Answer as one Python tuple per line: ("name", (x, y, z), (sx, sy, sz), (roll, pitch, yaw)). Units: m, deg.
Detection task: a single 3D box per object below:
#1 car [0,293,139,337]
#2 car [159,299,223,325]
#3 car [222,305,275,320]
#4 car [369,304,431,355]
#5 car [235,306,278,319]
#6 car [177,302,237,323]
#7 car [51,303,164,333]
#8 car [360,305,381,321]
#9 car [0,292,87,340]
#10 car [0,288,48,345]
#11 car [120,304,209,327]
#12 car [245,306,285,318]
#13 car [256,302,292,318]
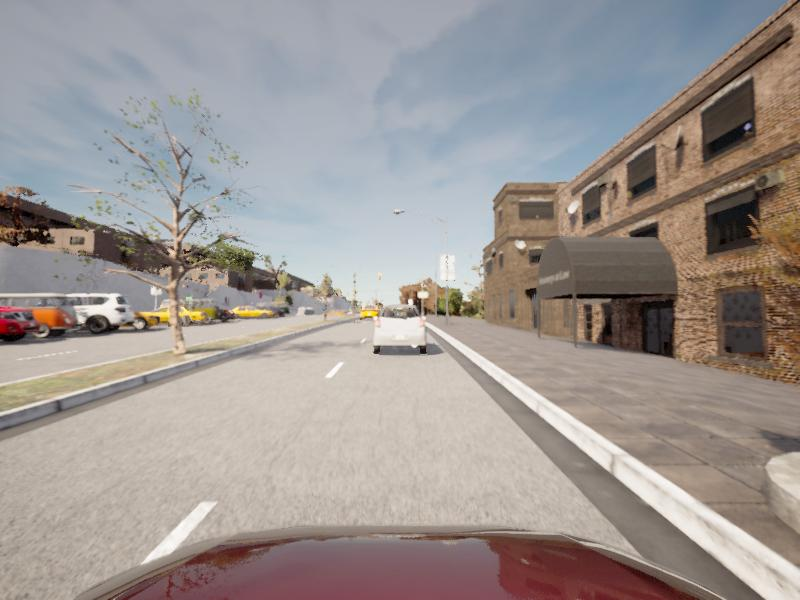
("car", (-16.997, 0.712, 20.591), (5.566, 2.045, 2.435), (-1, 0, -20))
("car", (-16.866, 0.927, 32.558), (4.442, 1.987, 1.878), (0, -1, -20))
("car", (-16.799, 1.350, 44.488), (5.366, 1.575, 1.946), (0, -1, -20))
("car", (-0.006, 0.887, 13.631), (1.845, 1.501, 3.633), (0, -1, 0))
("car", (-16.974, 1.445, 47.401), (4.674, 1.452, 2.002), (0, -1, -20))
("car", (-17.003, 1.079, 35.482), (4.553, 1.767, 2.185), (0, -1, -20))
("car", (-16.975, 1.007, 23.578), (5.008, 1.535, 2.097), (0, -1, -20))
("car", (-3.026, 1.304, 41.937), (1.882, 1.535, 5.008), (0, -1, 0))
("car", (-16.864, 0.701, 17.668), (4.442, 1.987, 1.878), (-1, -1, -20))
("car", (-16.947, 0.645, 14.666), (5.566, 2.045, 2.435), (-1, -1, -20))
("car", (-17.143, 1.102, 29.464), (5.366, 1.575, 1.946), (0, -1, -20))
("car", (-16.967, 1.495, 50.374), (4.674, 1.452, 2.002), (0, -1, -20))
("car", (-16.866, 1.279, 53.403), (4.442, 1.987, 1.878), (0, -1, -20))
